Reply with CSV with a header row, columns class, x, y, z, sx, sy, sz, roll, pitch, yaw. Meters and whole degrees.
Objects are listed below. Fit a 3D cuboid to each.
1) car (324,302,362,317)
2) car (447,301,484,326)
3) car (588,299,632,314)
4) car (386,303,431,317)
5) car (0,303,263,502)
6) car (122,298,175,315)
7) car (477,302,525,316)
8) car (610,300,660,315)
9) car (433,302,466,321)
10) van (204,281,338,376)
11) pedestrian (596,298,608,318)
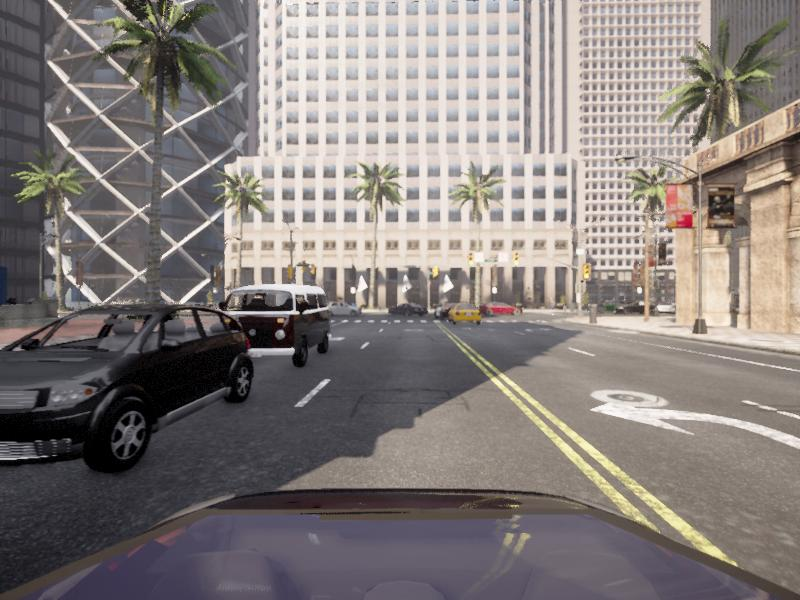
class,x,y,z,sx,sy,sz,roll,pitch,yaw
car,-5.857,0.928,41.515,3.633,1.501,1.845,0,0,2
car,4.426,0.871,27.818,1.801,1.575,5.366,0,0,2
car,26.683,0.821,50.899,4.553,1.767,2.097,0,0,2
car,0.793,0.998,42.230,2.033,1.411,5.357,0,0,-34
car,-3.313,0.829,5.040,1.789,1.549,3.705,0,0,2
car,-28.011,0.754,44.703,4.605,1.855,1.932,1,-1,-13
car,11.165,0.961,44.445,4.792,1.488,2.163,0,0,2
car,27.739,0.875,47.360,4.611,1.667,2.242,0,0,2
car,4.262,0.913,35.238,2.038,1.542,4.974,0,0,-3
van,-3.135,0.595,10.853,2.069,2.038,4.480,0,0,2
pedestrian,19.044,0.732,37.779,0.751,1.860,0.751,0,0,0
